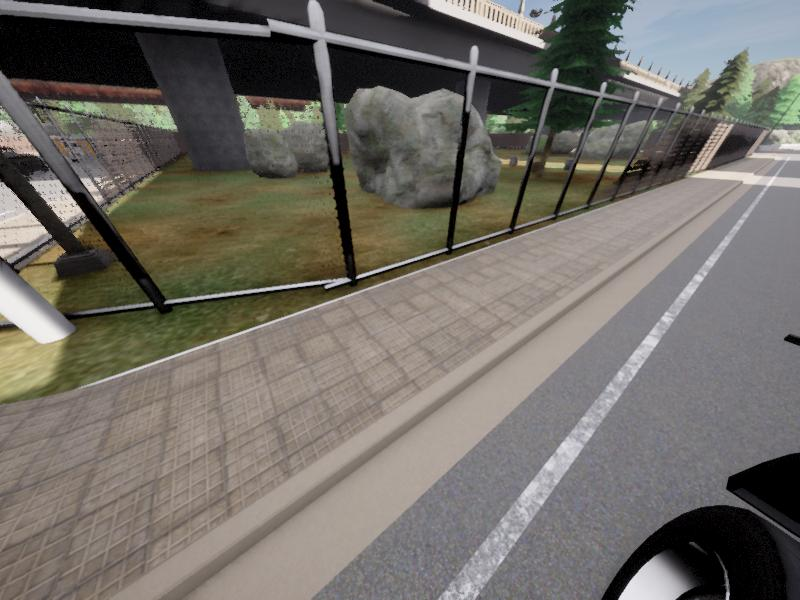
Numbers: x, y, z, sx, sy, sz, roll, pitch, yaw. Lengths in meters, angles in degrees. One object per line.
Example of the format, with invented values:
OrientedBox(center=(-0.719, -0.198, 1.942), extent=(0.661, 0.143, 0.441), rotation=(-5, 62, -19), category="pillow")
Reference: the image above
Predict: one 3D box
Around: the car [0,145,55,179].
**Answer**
OrientedBox(center=(-29.137, -10.420, 17.302), extent=(1.932, 1.855, 4.605), rotation=(-22, 41, -28), category="car")
